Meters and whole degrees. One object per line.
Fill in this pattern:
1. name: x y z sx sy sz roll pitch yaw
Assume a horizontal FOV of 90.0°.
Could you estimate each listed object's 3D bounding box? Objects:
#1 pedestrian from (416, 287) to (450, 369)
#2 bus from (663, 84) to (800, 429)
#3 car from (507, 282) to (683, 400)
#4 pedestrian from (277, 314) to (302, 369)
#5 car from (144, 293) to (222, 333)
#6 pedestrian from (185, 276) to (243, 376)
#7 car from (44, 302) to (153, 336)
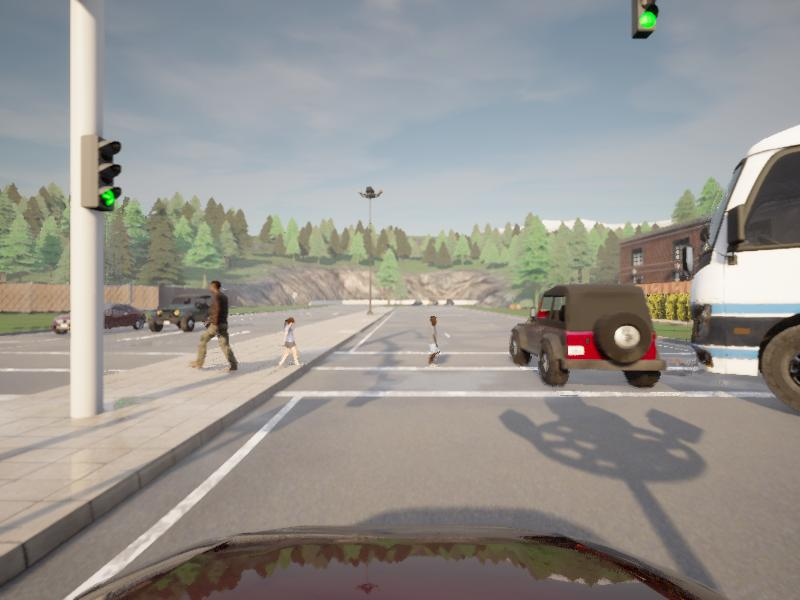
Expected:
1. pedestrian: 0.766 0.631 9.485 0.751 1.860 0.751 0 0 1
2. bus: 9.080 -0.550 4.128 10.273 4.253 3.944 -1 -3 38
3. car: 3.638 0.641 8.337 1.905 1.878 3.866 0 0 2
4. pedestrian: -2.349 0.859 8.475 0.500 1.100 0.500 0 0 -18
5. car: -11.076 0.634 20.791 1.905 1.878 3.866 0 0 1
6. pedestrian: -3.598 0.480 7.797 0.751 1.860 0.751 0 0 7
7. car: -14.597 0.858 19.777 1.812 1.442 4.674 0 0 1
